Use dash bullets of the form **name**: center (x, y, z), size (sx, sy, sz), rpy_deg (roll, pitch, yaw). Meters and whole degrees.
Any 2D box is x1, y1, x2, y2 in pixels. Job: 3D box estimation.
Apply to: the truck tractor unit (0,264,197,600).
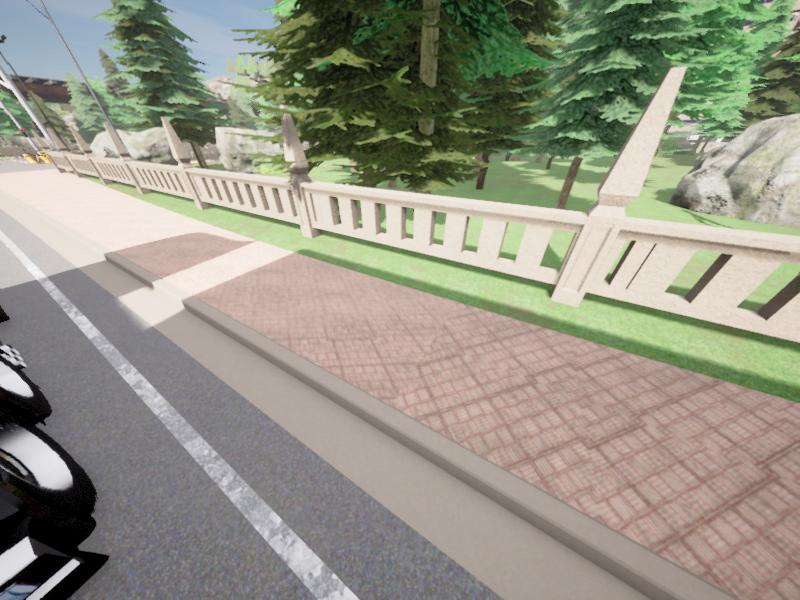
- **truck tractor unit**: center (-5.109, -0.304, 0.775), size (6.516, 4.208, 3.053), rpy_deg (18, 39, 24)
